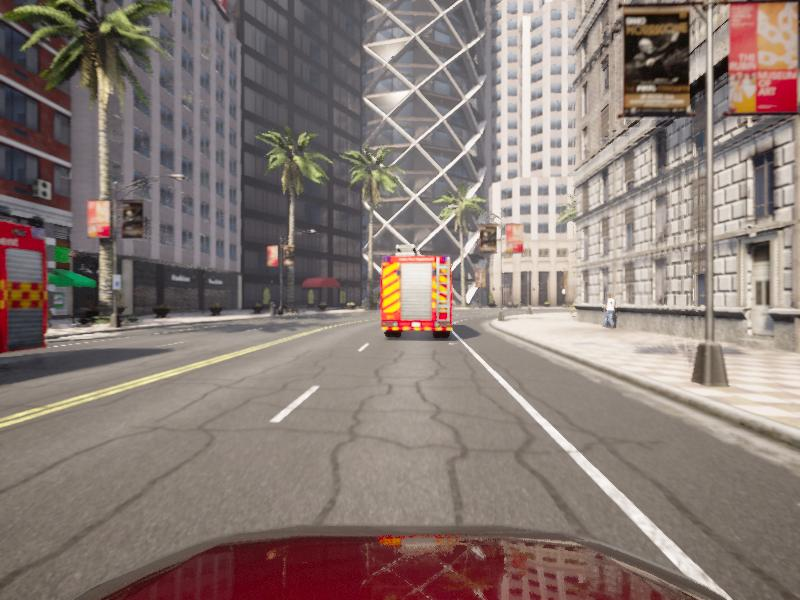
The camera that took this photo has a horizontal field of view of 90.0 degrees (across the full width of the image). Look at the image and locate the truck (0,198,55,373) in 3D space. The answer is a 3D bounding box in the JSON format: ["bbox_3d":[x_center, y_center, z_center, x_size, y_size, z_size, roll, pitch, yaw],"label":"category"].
[{"bbox_3d":[-10.366,-0.327,5.931,2.891,3.827,8.468,0,0,3],"label":"truck"}]

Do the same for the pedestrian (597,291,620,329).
[{"bbox_3d":[10.388,0.484,19.962,0.751,1.860,0.751,0,0,3],"label":"pedestrian"}]

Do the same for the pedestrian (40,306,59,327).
[{"bbox_3d":[-18.167,0.850,20.738,0.500,1.100,0.500,0,0,4],"label":"pedestrian"}]

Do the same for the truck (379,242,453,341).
[{"bbox_3d":[0.955,-0.326,19.822,2.891,3.827,8.468,0,0,4],"label":"truck"}]
